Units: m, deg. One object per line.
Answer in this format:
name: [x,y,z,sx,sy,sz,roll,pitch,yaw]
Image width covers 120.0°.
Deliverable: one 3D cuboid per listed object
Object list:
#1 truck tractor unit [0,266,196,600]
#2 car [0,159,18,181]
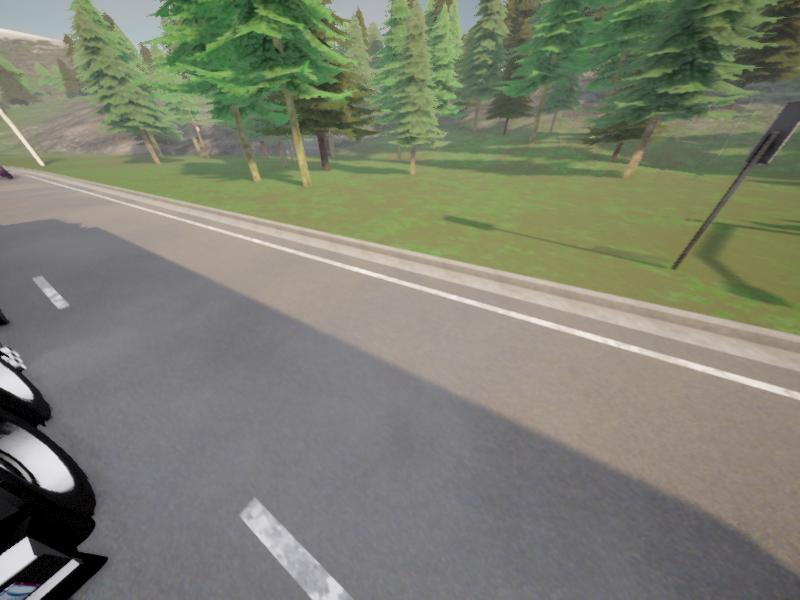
truck tractor unit: [-5.115,-0.295,0.786,6.516,4.208,3.053,18,38,24]
car: [-30.948,-9.765,17.087,4.193,1.474,1.816,17,39,24]
